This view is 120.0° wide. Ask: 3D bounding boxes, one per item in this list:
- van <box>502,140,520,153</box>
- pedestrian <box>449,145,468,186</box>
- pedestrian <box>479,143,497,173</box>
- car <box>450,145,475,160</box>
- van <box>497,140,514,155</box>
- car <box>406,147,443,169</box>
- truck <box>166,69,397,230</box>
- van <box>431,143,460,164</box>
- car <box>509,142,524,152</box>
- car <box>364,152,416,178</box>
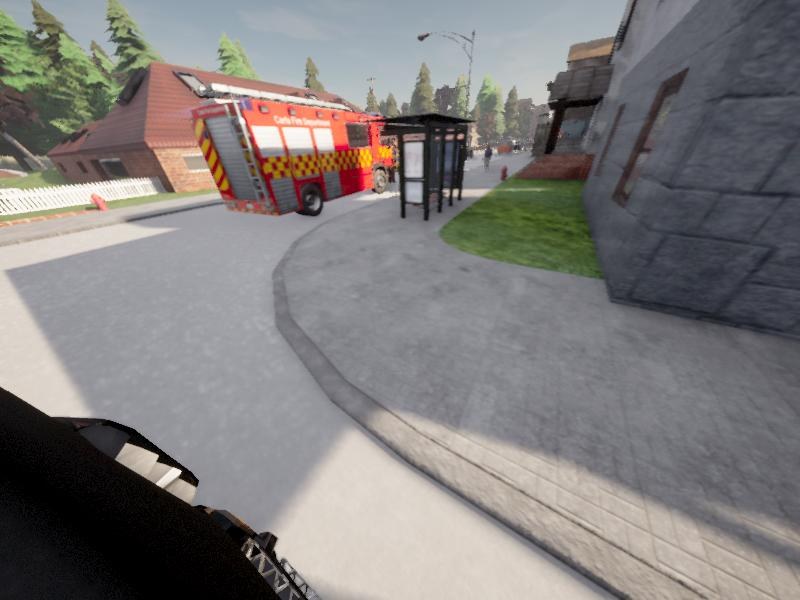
[{"bbox_3d":[21.904,-30.273,45.520,2.069,2.038,4.480,16,38,26],"label":"van"},{"bbox_3d":[3.171,-7.281,12.581,0.751,1.860,0.751,8,35,16],"label":"pedestrian"},{"bbox_3d":[6.526,-10.516,17.167,0.751,1.860,0.751,27,44,37],"label":"pedestrian"},{"bbox_3d":[9.403,-22.131,34.654,2.242,1.667,4.611,16,38,26],"label":"car"},{"bbox_3d":[18.900,-27.267,41.313,1.775,1.987,4.442,16,38,26],"label":"van"},{"bbox_3d":[2.750,-15.559,25.248,2.097,1.767,4.553,16,38,26],"label":"car"},{"bbox_3d":[-3.438,-6.383,10.218,2.891,3.827,8.468,14,37,23],"label":"truck"},{"bbox_3d":[5.930,-18.840,29.678,2.069,2.038,4.480,16,38,26],"label":"van"},{"bbox_3d":[25.469,-33.633,50.618,1.930,1.638,5.238,16,38,26],"label":"car"},{"bbox_3d":[-0.693,-11.969,20.350,1.801,1.575,5.366,17,39,27],"label":"car"}]
